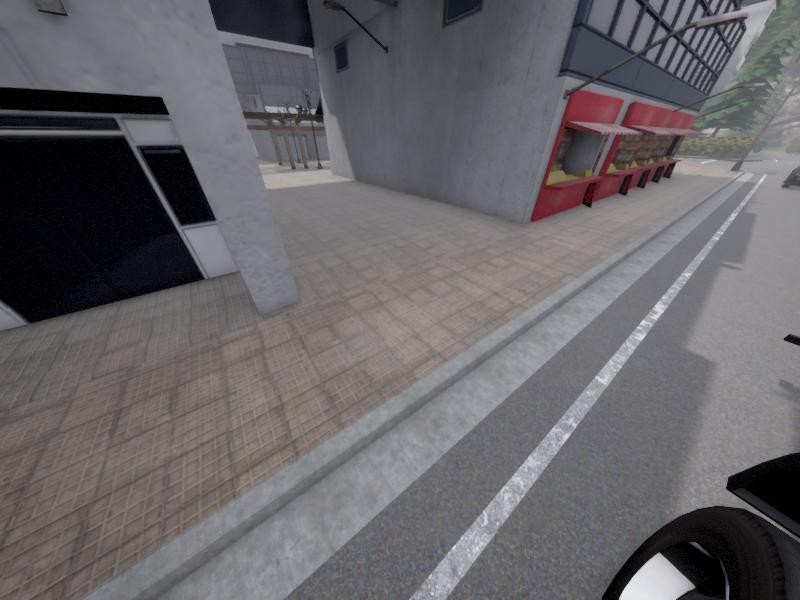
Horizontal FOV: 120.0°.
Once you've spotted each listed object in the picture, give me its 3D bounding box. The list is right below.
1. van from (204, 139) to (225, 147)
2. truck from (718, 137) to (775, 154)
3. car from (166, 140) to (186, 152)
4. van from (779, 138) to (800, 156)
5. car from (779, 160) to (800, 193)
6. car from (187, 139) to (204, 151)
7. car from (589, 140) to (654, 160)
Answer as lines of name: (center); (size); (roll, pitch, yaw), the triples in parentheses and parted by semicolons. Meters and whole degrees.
van: (-58.993, -49.963, 73.514); (4.480, 2.038, 2.069); (-23, 41, -29)
truck: (55.868, -25.209, 37.489); (2.390, 2.098, 6.274); (16, 38, 22)
car: (-42.363, -29.241, 43.749); (1.932, 1.855, 4.605); (-23, 41, -29)
van: (56.204, -21.264, 31.986); (1.775, 1.987, 4.442); (18, 39, 24)
car: (21.250, -6.282, 11.498); (4.181, 1.385, 1.994); (-23, 41, -28)
car: (-40.278, -30.454, 45.421); (1.905, 1.878, 3.866); (-23, 41, -29)
car: (24.815, -16.968, 26.073); (2.242, 1.667, 4.611); (-24, 42, -30)
